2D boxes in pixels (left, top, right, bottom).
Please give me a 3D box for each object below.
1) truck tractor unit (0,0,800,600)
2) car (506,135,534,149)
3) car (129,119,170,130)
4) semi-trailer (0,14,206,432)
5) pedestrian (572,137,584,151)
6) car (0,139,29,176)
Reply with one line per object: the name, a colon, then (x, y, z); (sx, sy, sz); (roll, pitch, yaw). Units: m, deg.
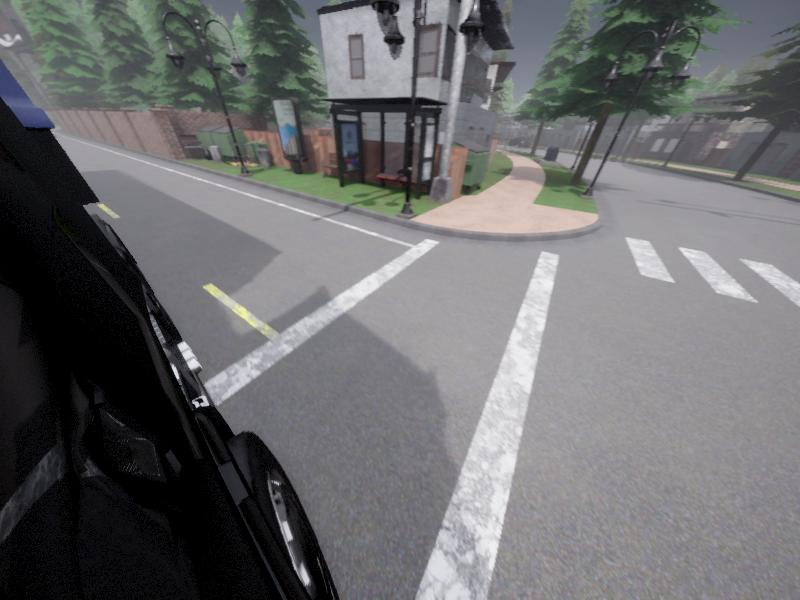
truck tractor unit: (-2.645, -0.295, 0.351); (6.516, 4.208, 3.053); (28, 44, 30)
car: (22.089, -29.299, 42.727); (1.932, 1.855, 4.605); (-4, 37, -9)
car: (-46.066, -32.383, 42.598); (1.812, 1.442, 4.674); (24, 42, 26)
semi-trailer: (-8.942, -3.422, 3.980); (14.254, 4.402, 2.717); (25, 42, 27)
pedestrian: (29.397, -25.696, 38.098); (0.751, 1.860, 0.751); (-30, 47, -36)
car: (-18.053, -6.207, 9.678); (4.181, 1.385, 1.994); (24, 42, 26)
